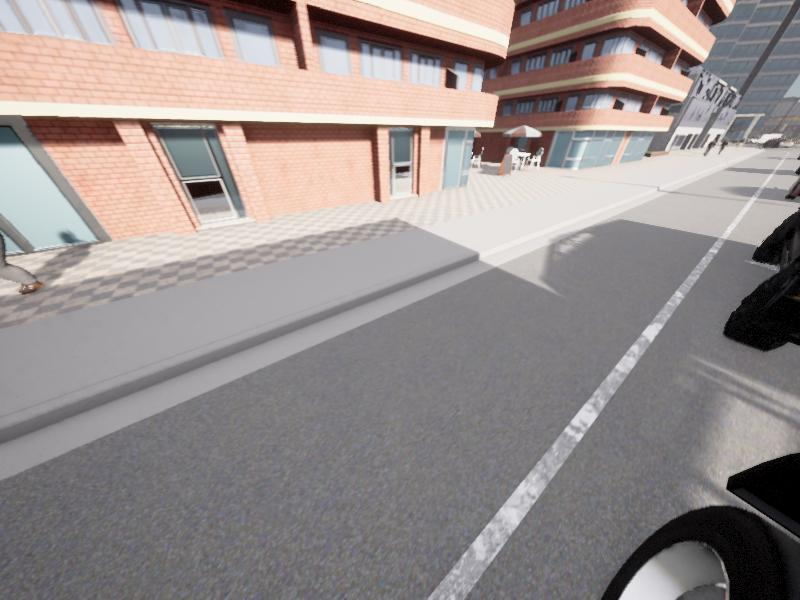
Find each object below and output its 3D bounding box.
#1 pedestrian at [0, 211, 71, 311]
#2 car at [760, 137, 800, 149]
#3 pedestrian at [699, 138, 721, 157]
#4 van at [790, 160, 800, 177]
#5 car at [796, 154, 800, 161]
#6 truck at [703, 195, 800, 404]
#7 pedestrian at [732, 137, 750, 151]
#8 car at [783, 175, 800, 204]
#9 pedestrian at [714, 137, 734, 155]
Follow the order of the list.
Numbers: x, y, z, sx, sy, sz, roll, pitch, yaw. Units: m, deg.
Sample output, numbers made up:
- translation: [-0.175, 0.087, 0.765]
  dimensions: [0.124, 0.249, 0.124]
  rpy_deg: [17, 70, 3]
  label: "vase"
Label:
- translation: [-6.170, -0.874, 3.273]
  dimensions: [0.751, 1.860, 0.751]
  rpy_deg: [11, 37, 15]
  label: "pedestrian"
- translation: [74.310, -30.758, 45.273]
  dimensions: [1.932, 1.855, 4.605]
  rpy_deg: [16, 38, 22]
  label: "car"
- translation: [35.446, -17.439, 26.423]
  dimensions: [0.751, 1.860, 0.751]
  rpy_deg: [-25, 42, -31]
  label: "pedestrian"
- translation: [28.495, -9.412, 15.233]
  dimensions: [4.480, 2.038, 2.069]
  rpy_deg: [-23, 41, -28]
  label: "van"
- translation: [44.330, -15.835, 24.359]
  dimensions: [4.605, 1.855, 1.932]
  rpy_deg: [-22, 41, -28]
  label: "car"
- translation: [6.954, -0.606, 2.891]
  dimensions: [6.274, 2.098, 2.390]
  rpy_deg: [-22, 41, -28]
  label: "truck"
- translation: [55.434, -25.410, 37.565]
  dimensions: [0.751, 1.860, 0.751]
  rpy_deg: [-18, 39, -23]
  label: "pedestrian"
- translation: [18.031, -4.829, 9.419]
  dimensions: [4.181, 1.385, 1.994]
  rpy_deg: [-22, 41, -28]
  label: "car"
- translation: [41.845, -19.892, 29.853]
  dimensions: [0.751, 1.860, 0.751]
  rpy_deg: [-29, 44, -34]
  label: "pedestrian"
